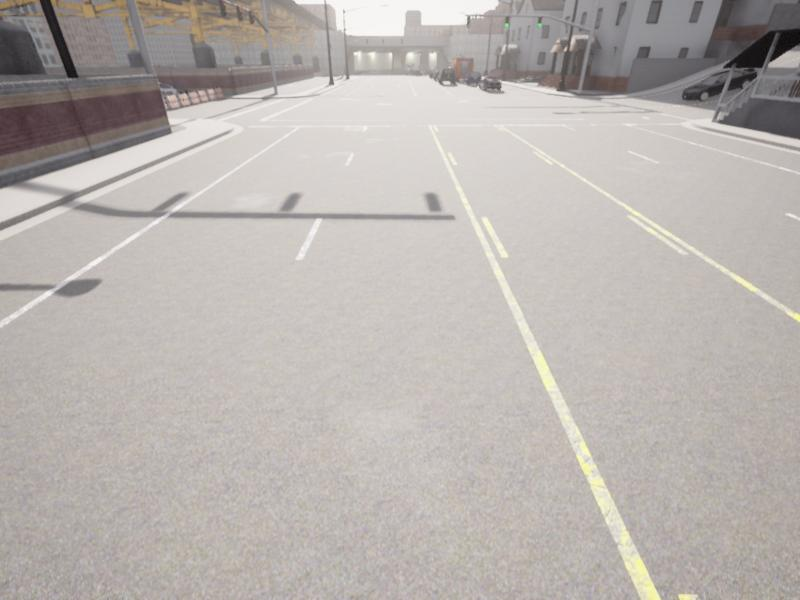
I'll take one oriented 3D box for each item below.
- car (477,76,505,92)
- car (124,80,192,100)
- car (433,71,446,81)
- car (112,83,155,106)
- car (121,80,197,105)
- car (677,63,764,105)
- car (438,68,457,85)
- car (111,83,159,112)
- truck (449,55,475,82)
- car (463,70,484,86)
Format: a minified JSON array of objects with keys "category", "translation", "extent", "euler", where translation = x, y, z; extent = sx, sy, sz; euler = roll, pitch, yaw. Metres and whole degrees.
[{"category":"car","translation":[10.420,-24.996,46.252],"extent":[2.033,1.411,5.357],"euler":[0,31,0]},{"category":"car","translation":[-20.315,-17.794,33.825],"extent":[1.853,1.218,4.536],"euler":[15,34,24]},{"category":"car","translation":[6.895,-39.632,70.655],"extent":[1.837,1.490,4.892],"euler":[0,31,0]},{"category":"car","translation":[-19.525,-15.087,29.294],"extent":[1.853,1.218,4.536],"euler":[-21,37,-31]},{"category":"car","translation":[-20.290,-17.682,33.945],"extent":[2.038,1.542,4.974],"euler":[15,34,24]},{"category":"car","translation":[25.070,-17.014,31.446],"extent":[5.008,1.535,1.882],"euler":[-14,30,7]},{"category":"car","translation":[6.910,-33.096,59.177],"extent":[2.150,2.045,5.566],"euler":[0,31,0]},{"category":"car","translation":[-19.494,-14.931,29.339],"extent":[2.038,1.542,4.974],"euler":[-21,37,-31]},{"category":"truck","translation":[10.399,-39.394,67.971],"extent":[2.891,3.827,8.468],"euler":[0,31,0]},{"category":"car","translation":[10.412,-31.736,57.139],"extent":[2.097,1.767,4.553],"euler":[0,31,0]}]
